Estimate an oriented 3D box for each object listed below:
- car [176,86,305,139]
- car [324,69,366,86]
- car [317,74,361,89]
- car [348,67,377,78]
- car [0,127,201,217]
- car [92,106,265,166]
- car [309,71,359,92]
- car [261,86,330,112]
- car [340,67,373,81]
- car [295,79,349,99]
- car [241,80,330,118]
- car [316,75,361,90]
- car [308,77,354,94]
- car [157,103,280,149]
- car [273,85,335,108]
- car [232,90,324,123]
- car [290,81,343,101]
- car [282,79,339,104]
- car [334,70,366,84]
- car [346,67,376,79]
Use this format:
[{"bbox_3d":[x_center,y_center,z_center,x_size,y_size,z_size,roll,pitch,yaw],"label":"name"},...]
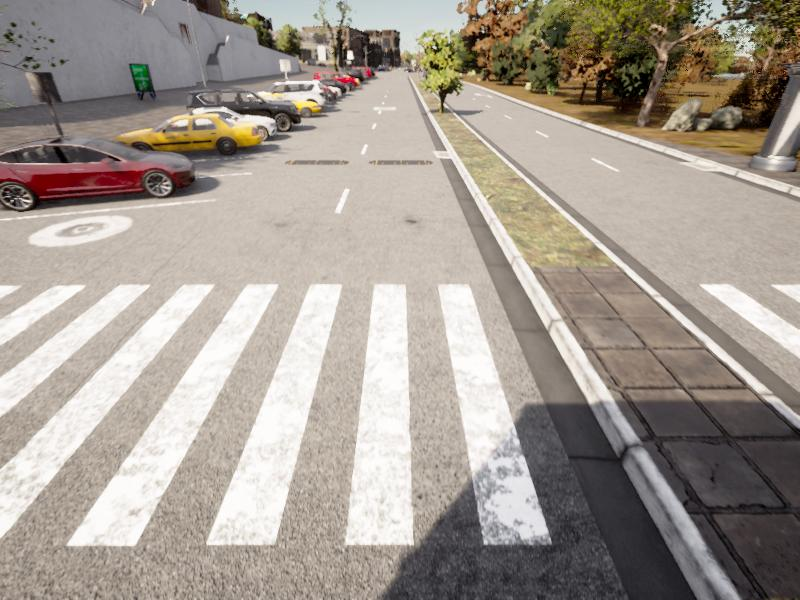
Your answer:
[{"bbox_3d":[-8.043,-9.762,20.658,5.566,2.045,2.435,-11,32,-17],"label":"car"},{"bbox_3d":[-8.091,-32.956,59.212,5.566,2.045,2.435,-11,33,-17],"label":"car"},{"bbox_3d":[-8.237,-29.619,54.157,5.366,1.575,1.946,-11,33,-17],"label":"car"},{"bbox_3d":[-7.997,-48.366,85.022,5.566,2.045,2.435,-11,32,-16],"label":"car"},{"bbox_3d":[-8.040,-3.440,10.435,4.792,1.488,2.163,-11,32,-17],"label":"car"},{"bbox_3d":[-8.238,-6.459,15.532,5.366,1.575,1.946,-11,32,-17],"label":"car"},{"bbox_3d":[-8.044,-26.773,48.962,5.566,2.045,2.435,-11,32,-17],"label":"car"},{"bbox_3d":[-8.091,-15.646,31.097,4.792,1.488,2.163,-11,33,-17],"label":"car"},{"bbox_3d":[-8.091,-42.199,74.670,5.566,2.045,2.435,-11,33,-17],"label":"car"},{"bbox_3d":[-8.058,-21.882,41.379,5.008,1.535,2.097,-11,33,-17],"label":"car"},{"bbox_3d":[-8.094,-14.347,28.379,5.566,2.045,2.435,-11,32,-17],"label":"car"},{"bbox_3d":[-7.890,-28.143,51.701,5.366,1.575,1.946,-11,32,-17],"label":"car"},{"bbox_3d":[-8.038,-24.977,46.539,4.792,1.488,2.163,-11,33,-17],"label":"car"},{"bbox_3d":[-8.070,-7.981,18.202,4.674,1.452,2.002,-11,32,-17],"label":"car"},{"bbox_3d":[-8.068,-17.191,33.697,4.674,1.452,2.002,-11,32,-17],"label":"car"},{"bbox_3d":[-7.894,-12.638,25.990,5.366,1.575,1.946,-11,32,-17],"label":"car"},{"bbox_3d":[-8.067,-20.293,38.833,4.674,1.452,2.002,-11,32,-17],"label":"car"},{"bbox_3d":[-8.097,-18.878,36.171,4.553,1.767,2.185,-11,32,-17],"label":"car"},{"bbox_3d":[-8.034,-35.949,64.444,4.553,1.767,2.185,-11,33,-17],"label":"car"},{"bbox_3d":[-8.068,-46.812,82.414,5.566,2.045,2.435,-11,33,-16],"label":"car"}]
